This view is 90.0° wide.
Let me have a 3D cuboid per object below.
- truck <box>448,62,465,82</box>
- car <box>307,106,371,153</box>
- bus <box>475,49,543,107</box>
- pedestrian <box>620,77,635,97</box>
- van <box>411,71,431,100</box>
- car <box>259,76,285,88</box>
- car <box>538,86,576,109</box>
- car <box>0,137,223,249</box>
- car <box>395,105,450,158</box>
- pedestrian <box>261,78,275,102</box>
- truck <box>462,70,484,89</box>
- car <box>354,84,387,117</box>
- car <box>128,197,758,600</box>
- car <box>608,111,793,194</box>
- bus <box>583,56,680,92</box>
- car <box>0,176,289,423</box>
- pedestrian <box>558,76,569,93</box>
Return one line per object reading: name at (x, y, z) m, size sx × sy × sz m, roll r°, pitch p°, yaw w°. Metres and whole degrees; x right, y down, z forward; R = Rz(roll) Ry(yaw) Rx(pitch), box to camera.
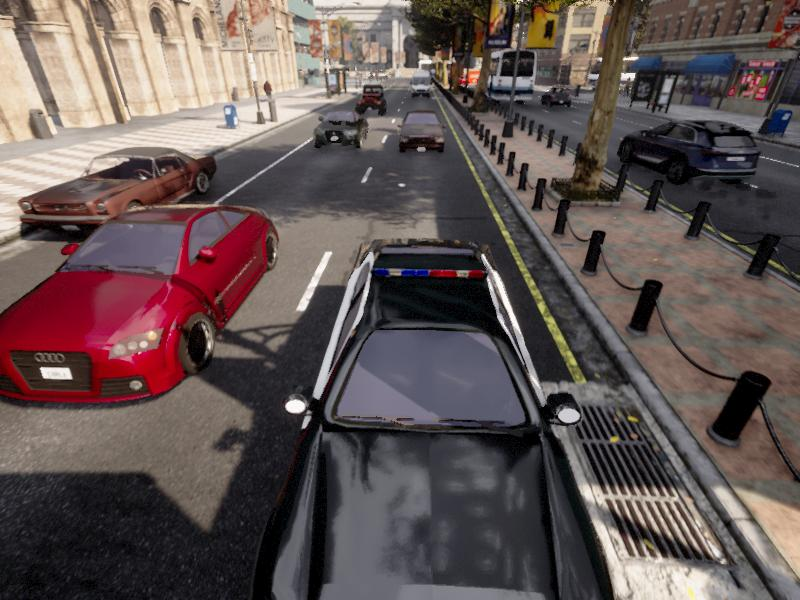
truck at (12.772, -52.201, 91.498) m, size 2.891 × 3.827 × 8.468 m, roll 1°, pitch 30°, yaw 2°
car at (-2.548, -7.651, 17.717) m, size 1.994 × 1.385 × 4.181 m, roll 1°, pitch 30°, yaw 2°
bus at (9.924, -21.234, 38.129) m, size 3.944 × 4.253 × 10.273 m, roll 1°, pitch 30°, yaw 2°
pedestrian at (24.884, -23.332, 43.791) m, size 0.751 × 1.860 × 0.751 m, roll -25°, pitch 38°, yaw -36°
van at (2.277, -23.294, 43.319) m, size 1.988 × 2.561 × 5.915 m, roll 1°, pitch 30°, yaw 2°
car at (-19.635, -33.557, 61.645) m, size 2.161 × 1.482 × 4.786 m, roll 1°, pitch 30°, yaw 2°
car at (13.312, -17.352, 34.200) m, size 1.845 × 1.501 × 3.633 m, roll 1°, pitch 30°, yaw 2°
car at (-6.226, -2.758, 9.400) m, size 1.895 × 1.301 × 4.718 m, roll 1°, pitch 30°, yaw 2°
car at (0.932, -7.408, 17.290) m, size 2.033 × 1.411 × 5.357 m, roll 1°, pitch 30°, yaw 2°
pedestrian at (-12.096, -19.243, 36.664) m, size 0.751 × 1.860 × 0.751 m, roll -1°, pitch 30°, yaw -1°
truck at (11.244, -34.229, 62.113) m, size 2.627 × 2.467 × 5.204 m, roll 1°, pitch 30°, yaw 2°
car at (-1.992, -14.235, 28.460) m, size 1.905 × 1.878 × 3.866 m, roll 1°, pitch 30°, yaw 2°
car at (0.232, 0.576, 3.504) m, size 2.038 × 1.542 × 4.974 m, roll 1°, pitch 30°, yaw 2°
car at (9.004, -4.872, 12.750) m, size 2.033 × 1.649 × 4.856 m, roll -1°, pitch 30°, yaw -1°
bus at (31.732, -31.303, 55.425) m, size 10.273 × 4.253 × 3.944 m, roll 1°, pitch 30°, yaw 1°
car at (-3.176, -0.463, 5.426) m, size 1.994 × 1.385 × 4.181 m, roll 1°, pitch 30°, yaw 2°
pedestrian at (21.658, -28.568, 53.031) m, size 0.751 × 1.860 × 0.751 m, roll -2°, pitch 30°, yaw -4°
